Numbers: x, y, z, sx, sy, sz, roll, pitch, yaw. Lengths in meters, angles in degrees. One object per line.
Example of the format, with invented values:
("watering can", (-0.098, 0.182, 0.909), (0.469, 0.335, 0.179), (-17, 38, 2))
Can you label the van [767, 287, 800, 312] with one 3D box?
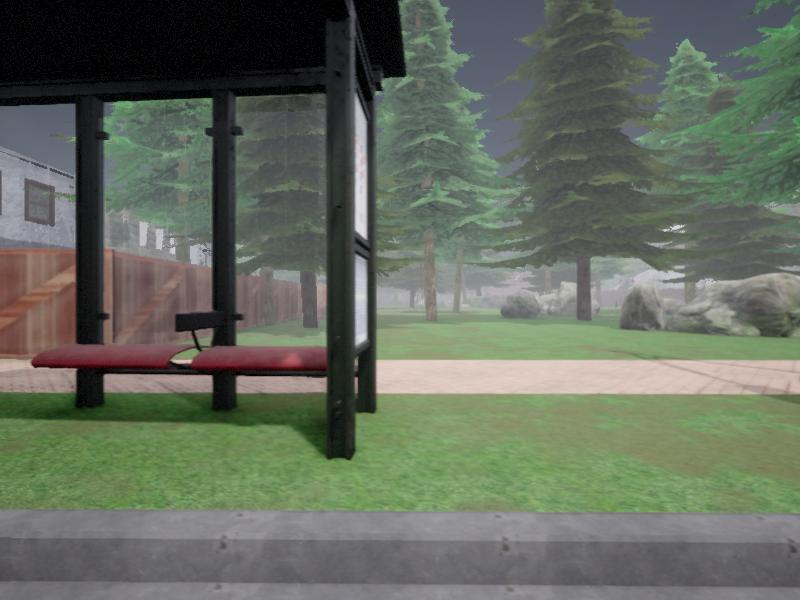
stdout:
("van", (33.015, -0.041, 32.731), (1.775, 1.987, 4.442), (0, 0, 0))
